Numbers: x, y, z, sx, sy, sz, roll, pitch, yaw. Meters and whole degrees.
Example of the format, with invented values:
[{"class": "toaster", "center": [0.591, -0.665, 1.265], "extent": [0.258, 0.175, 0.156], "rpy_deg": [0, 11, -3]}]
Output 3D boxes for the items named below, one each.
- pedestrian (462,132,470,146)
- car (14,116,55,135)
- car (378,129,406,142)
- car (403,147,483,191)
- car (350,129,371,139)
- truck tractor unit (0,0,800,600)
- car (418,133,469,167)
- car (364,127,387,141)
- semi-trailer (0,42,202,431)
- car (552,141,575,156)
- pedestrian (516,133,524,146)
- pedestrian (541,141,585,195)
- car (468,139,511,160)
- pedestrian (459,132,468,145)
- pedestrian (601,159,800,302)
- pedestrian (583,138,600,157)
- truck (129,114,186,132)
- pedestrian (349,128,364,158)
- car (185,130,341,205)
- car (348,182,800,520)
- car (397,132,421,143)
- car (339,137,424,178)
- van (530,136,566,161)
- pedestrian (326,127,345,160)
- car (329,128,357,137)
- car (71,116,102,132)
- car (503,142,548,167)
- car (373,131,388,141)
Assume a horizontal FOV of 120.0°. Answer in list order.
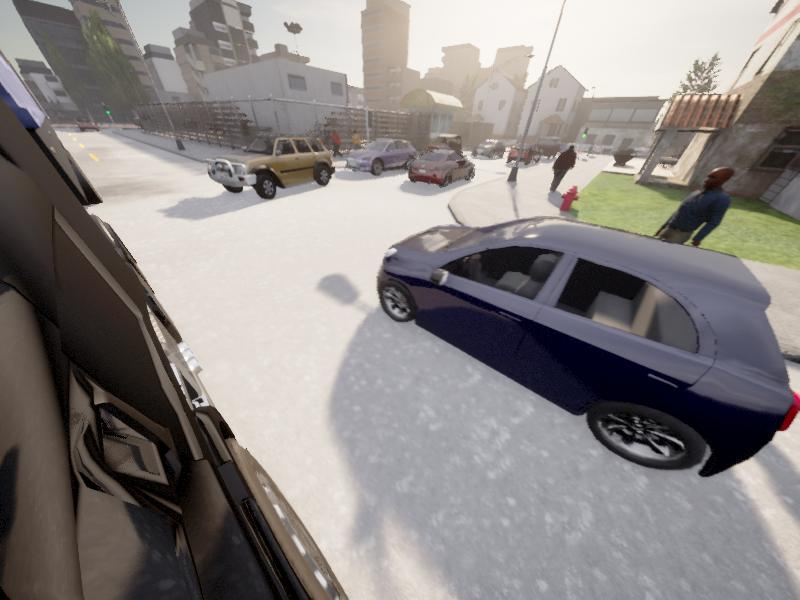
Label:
[{"class": "pedestrian", "center": [10.999, -26.901, 38.541], "extent": [0.751, 1.860, 0.751], "rpy_deg": [31, 45, 32]}, {"class": "car", "center": [-39.867, -19.060, 25.266], "extent": [4.193, 1.474, 1.816], "rpy_deg": [28, 43, 29]}, {"class": "car", "center": [-1.326, -28.417, 40.020], "extent": [2.242, 1.667, 4.611], "rpy_deg": [28, 44, 30]}, {"class": "car", "center": [2.261, -6.759, 11.691], "extent": [1.994, 1.385, 4.181], "rpy_deg": [26, 43, 28]}, {"class": "car", "center": [-7.769, -32.736, 45.474], "extent": [1.845, 1.501, 3.633], "rpy_deg": [28, 44, 30]}, {"class": "truck tractor unit", "center": [-2.645, -0.295, 0.352], "extent": [6.516, 4.208, 3.053], "rpy_deg": [28, 44, 30]}, {"class": "car", "center": [3.333, -11.503, 17.660], "extent": [1.905, 1.878, 3.866], "rpy_deg": [28, 44, 30]}, {"class": "car", "center": [-4.443, -30.370, 42.247], "extent": [1.905, 1.878, 3.866], "rpy_deg": [28, 44, 30]}, {"class": "semi-trailer", "center": [-8.696, -3.611, 4.222], "extent": [14.254, 4.402, 2.717], "rpy_deg": [28, 44, 30]}, {"class": "car", "center": [22.633, -20.953, 31.896], "extent": [1.816, 1.474, 4.193], "rpy_deg": [24, 42, 26]}, {"class": "pedestrian", "center": [22.248, -29.809, 42.960], "extent": [0.751, 1.860, 0.751], "rpy_deg": [17, 39, 19]}, {"class": "pedestrian", "center": [6.844, -5.547, 9.749], "extent": [0.751, 1.860, 0.751], "rpy_deg": [29, 44, 30]}, {"class": "car", "center": [9.151, -15.332, 23.474], "extent": [2.128, 1.511, 4.902], "rpy_deg": [28, 43, 29]}, {"class": "pedestrian", "center": [10.780, -27.347, 39.123], "extent": [0.751, 1.860, 0.751], "rpy_deg": [-24, 45, -31]}, {"class": "pedestrian", "center": [4.141, -0.980, 3.472], "extent": [0.751, 1.860, 0.751], "rpy_deg": [8, 37, 7]}, {"class": "pedestrian", "center": [24.004, -19.092, 28.942], "extent": [0.751, 1.860, 0.751], "rpy_deg": [10, 37, 9]}, {"class": "truck", "center": [-41.843, -30.631, 40.069], "extent": [2.390, 2.098, 6.274], "rpy_deg": [28, 44, 30]}, {"class": "pedestrian", "center": [-3.307, -11.994, 17.677], "extent": [0.751, 1.860, 0.751], "rpy_deg": [28, 44, 30]}, {"class": "car", "center": [-4.575, -5.254, 8.806], "extent": [1.932, 1.855, 4.605], "rpy_deg": [17, 39, 18]}, {"class": "car", "center": [1.376, -0.169, 2.693], "extent": [3.633, 1.501, 1.845], "rpy_deg": [28, 44, 30]}, {"class": "car", "center": [1.572, -27.387, 38.949], "extent": [1.816, 1.474, 4.193], "rpy_deg": [28, 44, 30]}, {"class": "car", "center": [-0.908, -8.497, 13.588], "extent": [2.033, 1.649, 4.856], "rpy_deg": [28, 44, 30]}, {"class": "van", "center": [16.143, -16.538, 25.149], "extent": [1.775, 1.987, 4.442], "rpy_deg": [28, 44, 30]}, {"class": "pedestrian", "center": [-4.590, -11.157, 16.475], "extent": [0.751, 1.860, 0.751], "rpy_deg": [31, 45, 32]}, {"class": "car", "center": [-11.617, -34.422, 47.576], "extent": [2.033, 1.415, 5.357], "rpy_deg": [28, 44, 30]}, {"class": "car", "center": [-43.540, -24.477, 32.150], "extent": [1.851, 1.617, 3.988], "rpy_deg": [-28, 47, -34]}, {"class": "car", "center": [11.116, -12.927, 20.378], "extent": [2.007, 1.525, 4.514], "rpy_deg": [28, 44, 30]}, {"class": "car", "center": [-3.352, -28.938, 40.756], "extent": [1.481, 1.379, 2.207], "rpy_deg": [28, 44, 30]}]
